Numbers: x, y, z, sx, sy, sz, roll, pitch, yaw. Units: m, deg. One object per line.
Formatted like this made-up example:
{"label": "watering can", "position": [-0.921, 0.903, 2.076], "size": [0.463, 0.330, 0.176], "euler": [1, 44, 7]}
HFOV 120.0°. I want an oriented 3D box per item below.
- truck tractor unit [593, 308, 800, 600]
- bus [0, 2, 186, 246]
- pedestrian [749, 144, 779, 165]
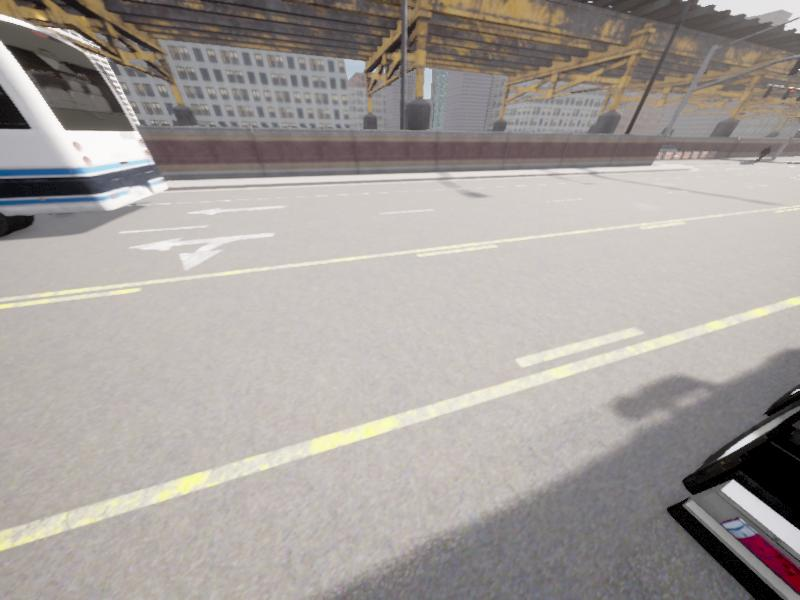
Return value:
{"label": "truck tractor unit", "position": [5.228, -0.163, 0.585], "size": [6.516, 4.208, 3.053], "euler": [-13, 38, -18]}
{"label": "bus", "position": [-12.862, -3.690, 5.199], "size": [10.273, 4.253, 3.944], "euler": [-10, 37, -14]}
{"label": "pedestrian", "position": [39.605, -15.885, 25.177], "size": [0.751, 1.860, 0.751], "euler": [-10, 37, -15]}
